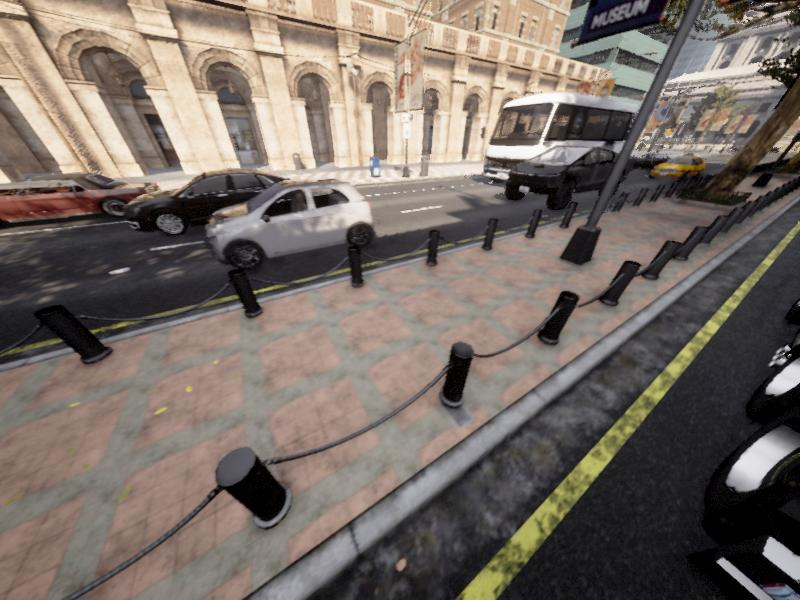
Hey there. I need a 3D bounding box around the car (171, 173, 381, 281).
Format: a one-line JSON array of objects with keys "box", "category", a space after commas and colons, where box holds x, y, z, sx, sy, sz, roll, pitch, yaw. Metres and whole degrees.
[{"box": [-2.515, -1.962, 5.473, 3.633, 1.501, 1.845, -19, 39, -25], "category": "car"}]

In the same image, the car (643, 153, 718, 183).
[{"box": [20.082, -9.538, 16.533, 5.366, 1.575, 1.801, -18, 39, -25], "category": "car"}]

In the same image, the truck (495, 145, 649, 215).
[{"box": [7.601, -5.579, 10.265, 6.274, 2.098, 2.390, -19, 39, -25], "category": "truck"}]

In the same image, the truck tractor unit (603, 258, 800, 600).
[{"box": [5.099, -0.312, 0.801, 6.516, 4.208, 3.053, -19, 39, -25], "category": "truck tractor unit"}]

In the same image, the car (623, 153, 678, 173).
[{"box": [23.443, -12.870, 21.600, 4.718, 1.301, 1.895, -18, 39, -25], "category": "car"}]

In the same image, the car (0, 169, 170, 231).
[{"box": [-11.232, -3.433, 7.710, 4.718, 1.301, 1.895, -19, 39, -25], "category": "car"}]

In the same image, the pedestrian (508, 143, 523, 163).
[{"box": [12.759, -16.293, 25.630, 0.751, 1.860, 0.751, -12, 37, -17], "category": "pedestrian"}]

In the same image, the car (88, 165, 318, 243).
[{"box": [-5.481, -3.278, 7.372, 4.892, 1.490, 1.837, -19, 39, -25], "category": "car"}]

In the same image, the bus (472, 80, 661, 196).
[{"box": [9.893, -9.456, 13.980, 10.273, 4.253, 3.944, -19, 39, -25], "category": "bus"}]
